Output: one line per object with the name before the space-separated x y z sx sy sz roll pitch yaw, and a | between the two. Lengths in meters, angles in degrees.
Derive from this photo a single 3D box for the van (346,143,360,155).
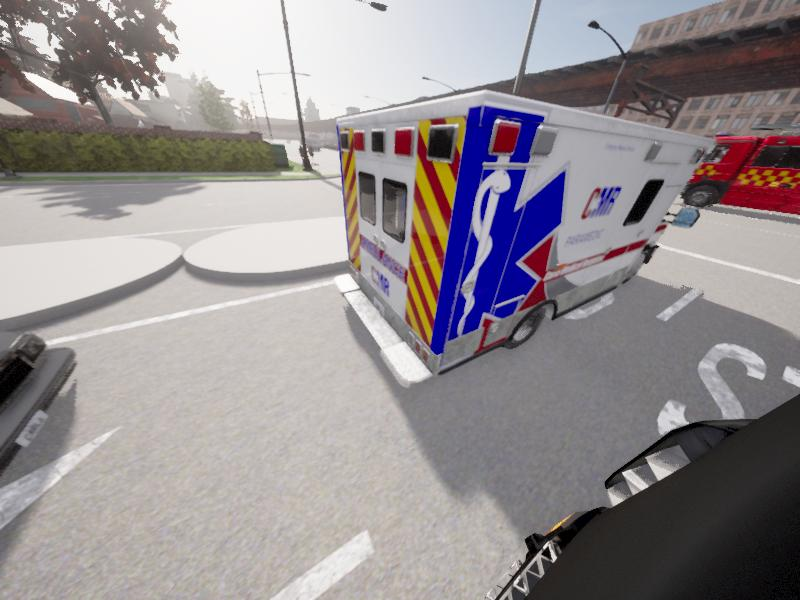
van | -11.048 -35.385 54.190 2.069 2.038 4.480 -13 38 -23

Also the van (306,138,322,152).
van | -21.192 -38.146 56.751 1.988 2.561 5.915 -16 39 -26

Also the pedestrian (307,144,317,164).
pedestrian | -10.097 -16.778 26.514 0.751 1.860 0.751 -14 37 -24

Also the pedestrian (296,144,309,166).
pedestrian | -9.949 -14.839 23.601 0.751 1.860 0.751 -15 37 -25

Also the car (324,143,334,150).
car | -21.112 -45.627 68.490 1.789 1.549 3.705 -16 39 -26

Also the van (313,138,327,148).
van | -26.193 -51.286 75.437 2.351 2.431 6.366 -16 39 -26

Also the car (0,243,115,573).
car | -5.047 1.291 0.363 5.357 1.411 2.033 -16 38 -26

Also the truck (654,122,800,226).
truck | 19.077 -5.830 10.800 2.891 3.827 8.468 -16 38 -26

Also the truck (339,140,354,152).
truck | -15.270 -43.959 65.835 2.627 2.467 5.204 -16 39 -26

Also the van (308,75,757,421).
van | 2.275 -1.212 3.778 6.366 2.431 2.351 -16 38 -26

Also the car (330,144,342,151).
car | -17.621 -42.002 63.572 1.789 1.549 3.705 -16 39 -26
